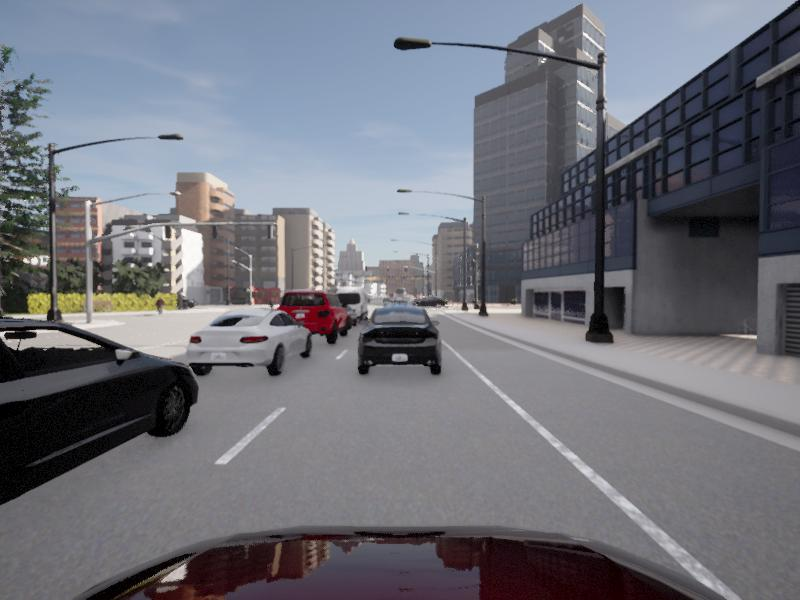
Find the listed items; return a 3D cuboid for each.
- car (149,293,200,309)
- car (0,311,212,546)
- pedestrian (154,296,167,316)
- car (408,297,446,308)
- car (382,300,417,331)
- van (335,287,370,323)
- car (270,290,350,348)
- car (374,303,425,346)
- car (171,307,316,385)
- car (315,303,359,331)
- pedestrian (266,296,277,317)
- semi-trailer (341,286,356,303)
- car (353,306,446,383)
[{"bbox_3d":[-30.121,0.138,53.527,5.566,2.045,2.150,0,1,0],"label":"car"},{"bbox_3d":[-3.505,0.868,3.438,1.816,1.474,4.193,0,0,0],"label":"car"},{"bbox_3d":[-21.866,0.551,36.523,0.751,1.860,0.751,0,1,-9],"label":"pedestrian"},{"bbox_3d":[3.808,0.355,56.254,5.008,1.535,1.882,0,1,-8],"label":"car"},{"bbox_3d":[-0.039,0.839,24.530,1.930,1.638,5.238,0,0,0],"label":"car"},{"bbox_3d":[-3.544,0.304,30.760,1.988,2.561,5.915,0,1,0],"label":"van"},{"bbox_3d":[-3.529,0.659,16.920,2.150,2.045,5.566,0,0,0],"label":"car"},{"bbox_3d":[-0.020,0.914,17.223,1.882,1.535,5.008,0,0,0],"label":"car"},{"bbox_3d":[-3.511,0.936,10.043,1.812,1.442,4.674,0,0,0],"label":"car"},{"bbox_3d":[-3.611,0.941,23.596,1.812,1.442,4.674,0,0,0],"label":"car"},{"bbox_3d":[-11.485,0.553,35.795,0.751,1.860,0.751,-1,1,-34],"label":"pedestrian"},{"bbox_3d":[-14.515,-1.571,113.983,2.717,4.402,14.254,0,0,-1],"label":"semi-trailer"},{"bbox_3d":[-0.009,0.912,10.334,1.837,1.490,4.892,0,0,0],"label":"car"}]
